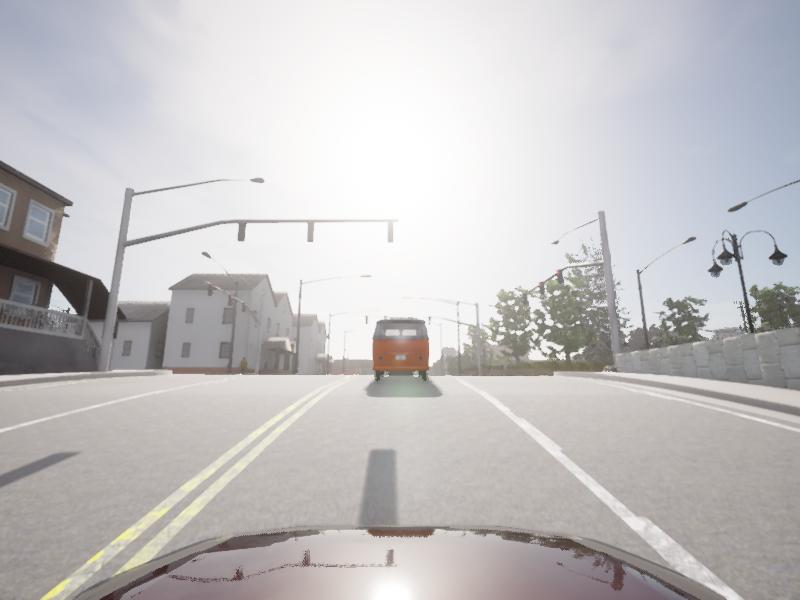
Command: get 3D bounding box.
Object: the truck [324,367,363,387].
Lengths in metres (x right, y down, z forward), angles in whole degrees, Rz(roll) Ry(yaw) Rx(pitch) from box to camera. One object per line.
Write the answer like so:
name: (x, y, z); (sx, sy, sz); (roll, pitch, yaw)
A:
truck: (-13.156, 18.012, 93.790); (8.468, 3.827, 2.891); (-5, -12, -1)

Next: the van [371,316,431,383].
van: (0.035, 1.751, 14.235); (1.775, 1.987, 4.442); (0, -7, 0)

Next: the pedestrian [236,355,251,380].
pedestrian: (-11.960, 5.182, 30.560); (0.751, 1.860, 0.751); (1, -12, -5)
